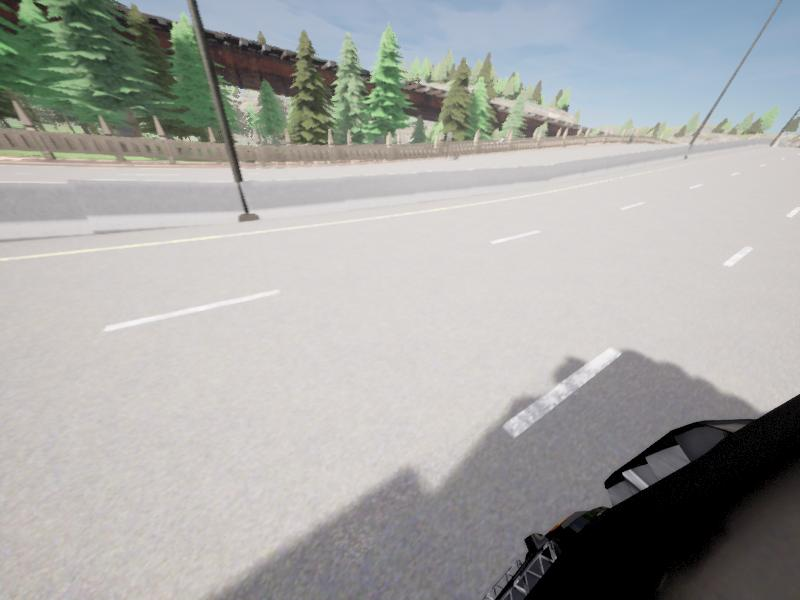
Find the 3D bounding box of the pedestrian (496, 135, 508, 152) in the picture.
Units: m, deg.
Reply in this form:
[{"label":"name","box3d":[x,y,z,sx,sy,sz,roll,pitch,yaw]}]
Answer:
[{"label":"pedestrian","box3d":[14.436,-22.223,32.781,0.751,1.860,0.751,-14,37,-27]}]
